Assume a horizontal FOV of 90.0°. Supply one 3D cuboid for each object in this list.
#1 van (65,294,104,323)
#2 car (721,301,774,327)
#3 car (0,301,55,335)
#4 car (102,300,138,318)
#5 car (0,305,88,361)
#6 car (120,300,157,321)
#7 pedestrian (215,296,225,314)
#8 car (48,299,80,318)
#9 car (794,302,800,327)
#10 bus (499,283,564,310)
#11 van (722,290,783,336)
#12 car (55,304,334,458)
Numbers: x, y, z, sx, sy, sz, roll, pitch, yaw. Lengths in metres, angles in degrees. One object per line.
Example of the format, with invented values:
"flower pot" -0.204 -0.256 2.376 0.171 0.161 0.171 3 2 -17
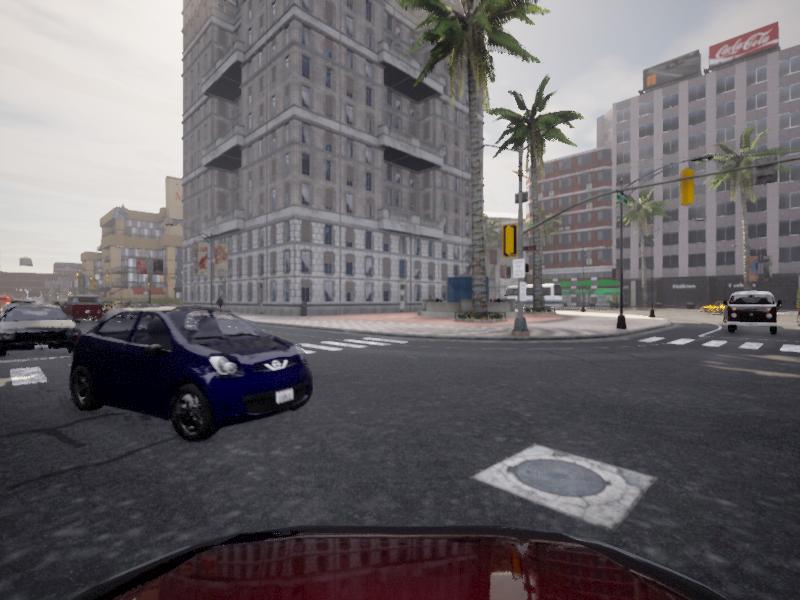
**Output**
"van" -23.518 0.597 29.726 1.775 1.987 4.442 0 0 -45
"car" 21.690 0.825 25.132 1.845 1.501 3.633 0 0 30
"car" -19.219 0.826 20.429 2.038 1.542 4.974 0 0 -45
"car" -26.162 0.799 37.331 5.366 1.575 1.801 0 0 45
"car" -11.737 0.894 12.897 2.033 1.411 5.357 0 0 -45
"car" -21.194 0.812 32.348 1.789 1.549 3.705 0 0 -45
"pedestrian" -18.257 0.482 40.623 0.751 1.860 0.751 0 0 -37
"car" -32.448 0.753 38.592 2.242 1.667 4.611 0 0 -42
"car" 23.995 0.852 22.382 1.970 1.475 3.806 0 0 32
"bus" 22.657 -0.542 69.556 3.944 4.253 10.273 0 0 -41
"van" 17.441 0.570 19.818 2.069 2.038 4.480 0 0 42
"car" -2.960 0.827 5.694 3.633 1.501 1.845 0 0 30
